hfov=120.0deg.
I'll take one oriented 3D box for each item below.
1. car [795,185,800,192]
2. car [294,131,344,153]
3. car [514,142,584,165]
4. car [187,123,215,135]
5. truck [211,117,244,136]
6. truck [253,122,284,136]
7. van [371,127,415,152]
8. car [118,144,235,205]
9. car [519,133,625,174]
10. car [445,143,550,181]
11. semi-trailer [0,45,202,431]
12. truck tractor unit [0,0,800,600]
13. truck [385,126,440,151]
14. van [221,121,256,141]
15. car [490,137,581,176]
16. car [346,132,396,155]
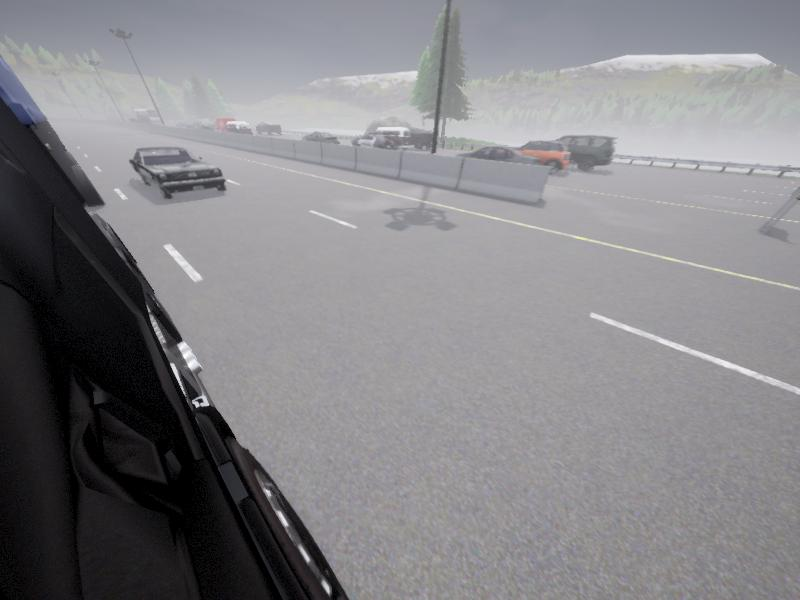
[{"bbox_3d":[22.432,-5.178,10.260,4.514,1.525,2.007,28,44,30],"label":"car"},{"bbox_3d":[-8.124,-15.828,23.009,4.902,1.511,2.128,28,44,30],"label":"car"},{"bbox_3d":[12.884,-12.886,20.253,4.718,1.301,1.895,28,44,30],"label":"car"},{"bbox_3d":[-35.088,-30.085,40.706,4.902,1.511,2.128,28,44,30],"label":"car"},{"bbox_3d":[-30.917,-31.023,41.347,5.204,2.467,2.627,28,44,30],"label":"truck"},{"bbox_3d":[-25.936,-33.742,45.499,6.274,2.098,2.390,28,44,30],"label":"truck"},{"bbox_3d":[-0.871,-17.711,25.407,4.480,2.038,2.069,28,44,30],"label":"van"},{"bbox_3d":[-8.418,-4.892,8.641,4.718,1.301,1.895,28,44,30],"label":"car"},{"bbox_3d":[12.214,-10.786,16.809,5.566,2.045,2.150,29,44,30],"label":"car"},{"bbox_3d":[5.654,-8.496,14.002,5.357,1.411,2.033,28,44,30],"label":"car"},{"bbox_3d":[-8.709,-3.567,4.260,14.254,4.402,2.717,28,44,30],"label":"semi-trailer"},{"bbox_3d":[-2.645,-0.295,0.351,6.516,4.208,3.053,28,44,30],"label":"truck tractor unit"},{"bbox_3d":[1.337,-19.317,27.595,6.274,2.098,2.390,28,44,30],"label":"truck"},{"bbox_3d":[-22.570,-23.686,32.340,4.480,2.038,2.069,28,44,30],"label":"van"},{"bbox_3d":[8.846,-9.721,15.445,4.553,1.767,2.097,28,44,30],"label":"car"},{"bbox_3d":[-2.942,-15.846,23.261,4.974,1.542,2.038,28,44,30],"label":"car"}]
